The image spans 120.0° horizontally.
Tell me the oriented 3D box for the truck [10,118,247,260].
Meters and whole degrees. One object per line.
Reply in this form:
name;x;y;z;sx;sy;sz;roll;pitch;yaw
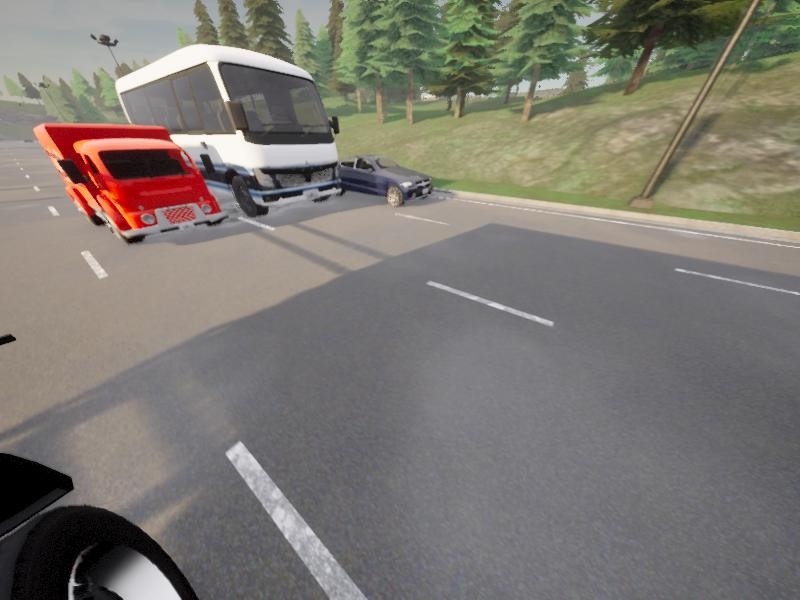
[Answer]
truck;-7.428;-3.372;6.483;5.204;2.467;2.627;22;41;28

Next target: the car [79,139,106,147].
car;-73.284;-37.444;55.135;2.128;1.511;4.902;-18;39;-24

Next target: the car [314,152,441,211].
car;-1.055;-5.349;10.078;5.027;1.651;2.152;22;41;28

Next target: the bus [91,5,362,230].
bus;-6.874;-6.423;9.271;10.273;4.253;3.944;22;41;28
